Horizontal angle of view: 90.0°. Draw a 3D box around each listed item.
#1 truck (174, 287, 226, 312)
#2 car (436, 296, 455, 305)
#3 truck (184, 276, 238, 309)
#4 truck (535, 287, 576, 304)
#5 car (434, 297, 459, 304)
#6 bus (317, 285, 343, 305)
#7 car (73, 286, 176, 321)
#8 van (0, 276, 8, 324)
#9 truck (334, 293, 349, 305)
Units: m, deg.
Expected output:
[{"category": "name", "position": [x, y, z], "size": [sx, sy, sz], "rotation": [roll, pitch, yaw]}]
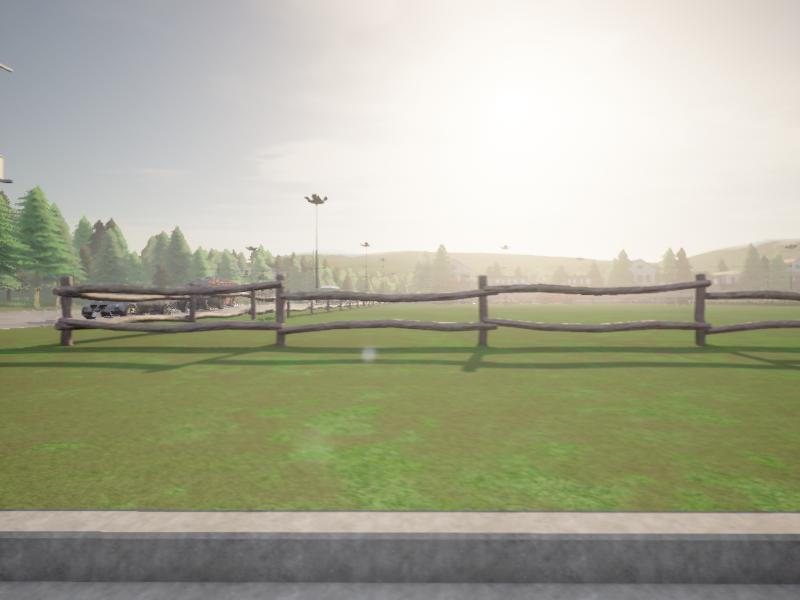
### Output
[{"category": "truck", "position": [-18.290, -0.034, 37.027], "size": [2.390, 2.098, 6.274], "rotation": [0, 0, -8]}, {"category": "car", "position": [9.582, 0.039, 85.006], "size": [3.866, 1.878, 1.905], "rotation": [0, 0, 1]}, {"category": "truck", "position": [-24.231, -0.889, 51.817], "size": [2.891, 3.827, 8.468], "rotation": [0, 0, 1]}, {"category": "truck", "position": [35.576, -0.979, 91.704], "size": [8.468, 3.827, 2.891], "rotation": [0, 0, 1]}, {"category": "car", "position": [10.199, 0.153, 88.497], "size": [5.238, 1.638, 1.930], "rotation": [0, 0, 1]}, {"category": "bus", "position": [-16.319, -1.120, 94.251], "size": [3.944, 4.253, 10.273], "rotation": [0, 0, 1]}, {"category": "car", "position": [-14.289, 0.175, 21.196], "size": [2.242, 1.667, 4.611], "rotation": [0, 0, 1]}, {"category": "van", "position": [-17.868, -0.002, 14.935], "size": [2.069, 2.038, 4.480], "rotation": [0, 0, 0]}, {"category": "truck", "position": [-13.032, -0.231, 89.168], "size": [2.627, 2.467, 5.204], "rotation": [0, 0, 1]}]
